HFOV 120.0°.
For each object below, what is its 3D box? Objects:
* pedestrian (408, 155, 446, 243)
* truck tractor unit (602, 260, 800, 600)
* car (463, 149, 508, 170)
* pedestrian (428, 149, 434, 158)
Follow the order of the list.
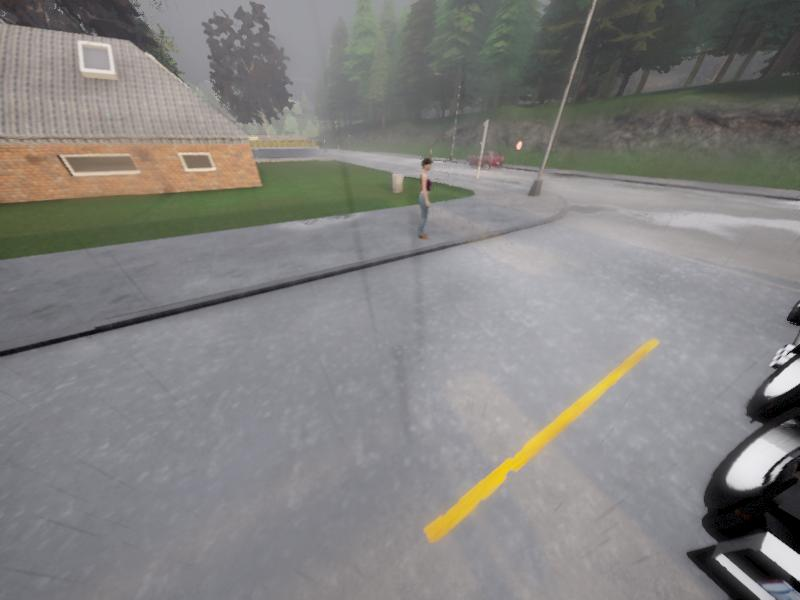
[{"bbox_3d":[0.620,-2.446,5.686,0.751,1.860,0.751,3,35,3],"label":"pedestrian"},{"bbox_3d":[5.108,-0.302,0.794,6.516,4.208,3.053,-18,39,-25],"label":"truck tractor unit"},{"bbox_3d":[8.115,-13.595,22.311,1.845,1.501,3.633,-17,39,-24],"label":"car"},{"bbox_3d":[4.437,-21.145,33.284,0.500,1.100,0.500,-19,39,-25],"label":"pedestrian"}]
